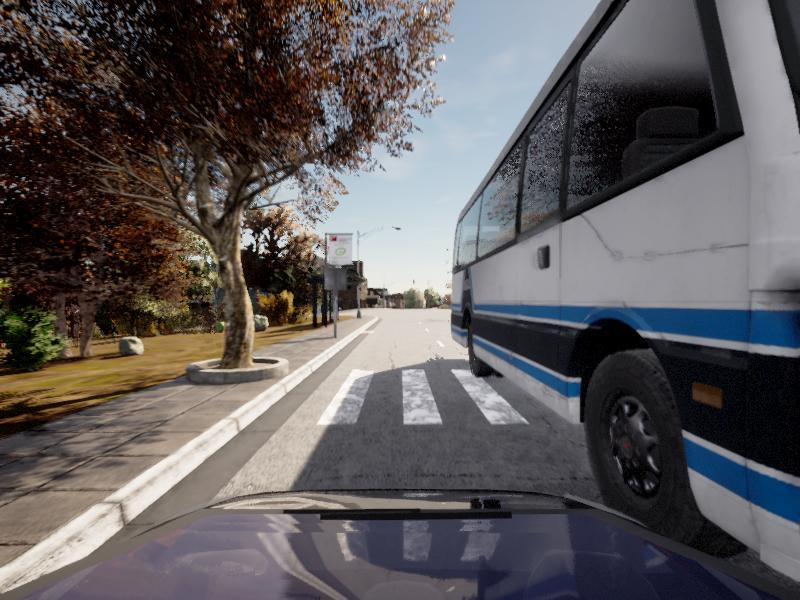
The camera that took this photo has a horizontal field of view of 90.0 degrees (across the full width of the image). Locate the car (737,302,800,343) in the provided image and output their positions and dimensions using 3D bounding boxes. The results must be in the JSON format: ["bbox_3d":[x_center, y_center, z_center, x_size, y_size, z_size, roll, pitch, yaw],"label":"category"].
[{"bbox_3d":[16.900,0.881,16.697,5.008,1.535,2.097,1,0,-20],"label":"car"}]

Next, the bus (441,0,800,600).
[{"bbox_3d":[3.123,-0.524,6.100,3.944,4.253,10.273,0,0,0],"label":"bus"}]
